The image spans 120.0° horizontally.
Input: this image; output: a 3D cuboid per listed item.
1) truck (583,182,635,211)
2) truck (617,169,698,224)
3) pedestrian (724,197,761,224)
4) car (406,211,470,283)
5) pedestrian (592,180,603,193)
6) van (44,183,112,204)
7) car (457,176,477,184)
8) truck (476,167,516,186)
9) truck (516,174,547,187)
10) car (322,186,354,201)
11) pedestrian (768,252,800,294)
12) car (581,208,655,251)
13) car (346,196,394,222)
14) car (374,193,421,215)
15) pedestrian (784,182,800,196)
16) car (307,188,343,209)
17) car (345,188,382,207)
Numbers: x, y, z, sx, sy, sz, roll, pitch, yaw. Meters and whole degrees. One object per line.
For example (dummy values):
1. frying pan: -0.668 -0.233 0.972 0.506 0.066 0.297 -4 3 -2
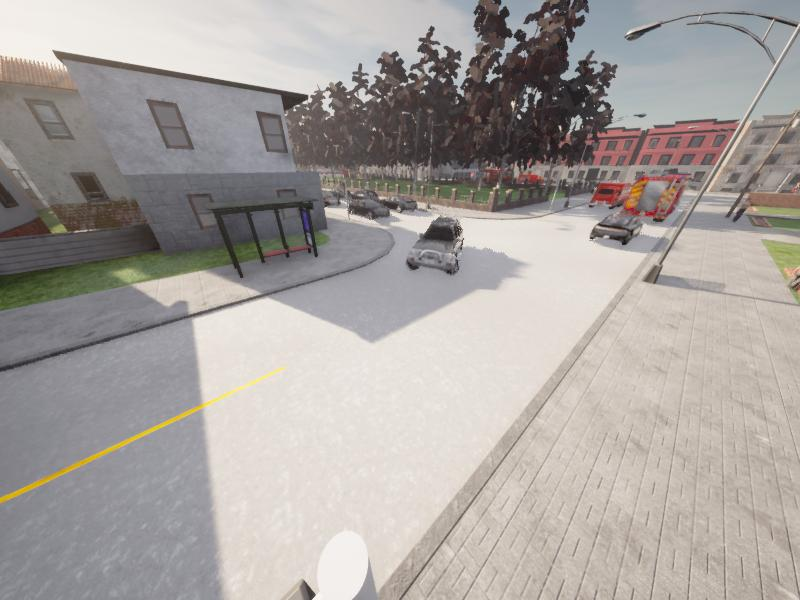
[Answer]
1. truck: 23.164 -11.588 25.608 5.204 2.467 2.627 -23 37 -34
2. truck: 23.356 -9.638 20.876 8.468 3.827 2.891 -23 37 -34
3. pedestrian: 26.435 -6.913 17.862 0.751 1.860 0.751 20 36 31
4. car: 1.940 -2.743 10.880 1.932 1.855 4.605 12 32 16
5. pedestrian: 33.318 -19.127 39.019 0.751 1.860 0.751 -23 37 -34
6. van: -41.451 -13.873 29.994 4.480 2.038 2.069 -23 37 -34
7. car: 18.768 -33.892 65.087 2.152 1.651 5.027 -23 37 -34
8. truck: 24.243 -31.576 58.872 2.891 3.827 8.468 -23 37 -34
9. truck: 30.128 -27.479 53.131 2.627 2.467 5.204 -23 37 -34
10. car: -8.861 -15.242 32.895 2.128 1.511 4.902 -25 38 -36
11. pedestrian: 14.293 -0.992 8.167 0.751 1.300 0.751 -13 32 -21
12. car: 13.592 -4.547 14.373 4.902 1.511 2.128 -23 37 -34
13. car: -2.838 -8.358 20.993 1.837 1.490 4.892 -23 36 -34
14. car: -0.326 -9.955 23.738 2.128 1.511 4.902 -23 37 -34
15. pedestrian: 59.856 -16.828 35.035 0.751 1.860 0.751 26 39 37
16. car: -8.859 -12.021 27.198 2.033 1.649 4.856 -23 37 -34
17. car: -4.501 -12.646 28.282 2.033 1.649 4.856 -24 38 -35
